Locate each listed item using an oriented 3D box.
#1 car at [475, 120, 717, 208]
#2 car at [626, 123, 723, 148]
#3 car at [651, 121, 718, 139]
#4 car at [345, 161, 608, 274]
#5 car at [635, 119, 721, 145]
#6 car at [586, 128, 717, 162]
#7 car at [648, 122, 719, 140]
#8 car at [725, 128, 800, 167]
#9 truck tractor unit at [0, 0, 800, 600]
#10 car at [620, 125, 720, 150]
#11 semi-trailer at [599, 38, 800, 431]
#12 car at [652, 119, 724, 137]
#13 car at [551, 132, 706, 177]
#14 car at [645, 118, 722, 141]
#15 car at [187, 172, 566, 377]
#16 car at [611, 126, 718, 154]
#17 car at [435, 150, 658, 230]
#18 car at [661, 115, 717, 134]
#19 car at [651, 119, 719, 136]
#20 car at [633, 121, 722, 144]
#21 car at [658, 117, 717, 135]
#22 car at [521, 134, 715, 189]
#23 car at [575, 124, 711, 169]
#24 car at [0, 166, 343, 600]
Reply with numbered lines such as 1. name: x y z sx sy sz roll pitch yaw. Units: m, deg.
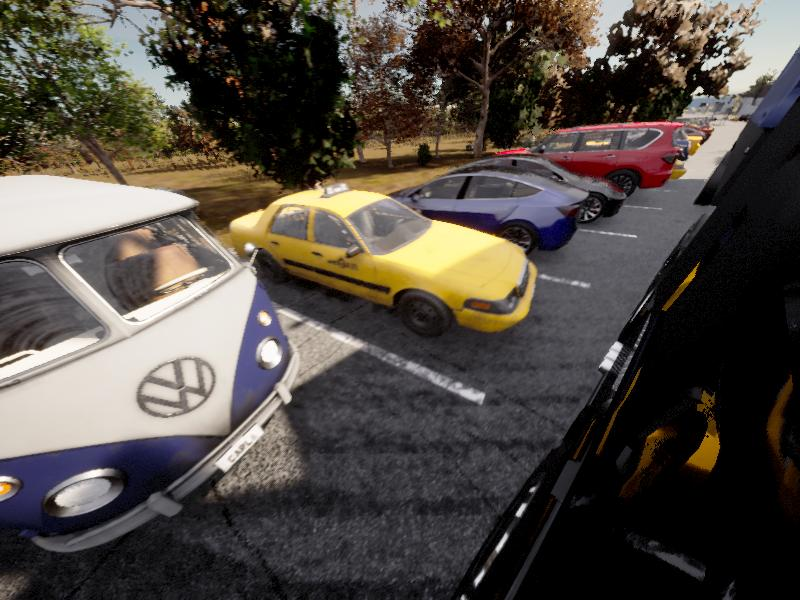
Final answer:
1. car: 5.927 -4.914 8.214 5.566 2.045 2.435 17 41 25
2. car: 23.845 -14.540 20.451 5.008 1.535 2.097 15 40 24
3. car: 34.638 -20.875 28.363 4.674 1.452 2.002 14 40 23
4. car: 1.386 -2.265 5.410 4.792 1.488 2.163 17 41 25
5. car: 25.993 -15.912 21.953 4.553 1.767 2.185 15 40 24
6. car: 14.994 -9.576 14.332 5.008 1.535 2.097 16 41 25
7. car: 32.505 -19.587 26.764 4.674 1.452 2.002 14 40 23
8. car: 19.466 -8.193 12.309 4.181 1.385 1.994 -29 44 -31
9. truck tractor unit: 2.645 -0.295 0.352 6.516 4.208 3.053 -28 44 -30
10. car: 21.678 -13.262 18.919 4.792 1.488 2.163 16 40 24
11. semi-trailer: 8.672 -3.610 4.270 14.254 4.402 2.717 -28 44 -30
12. car: 36.926 -22.168 29.882 5.366 1.575 1.946 14 39 22
13. car: 10.498 -7.131 11.329 4.892 1.521 2.231 17 41 25
14. car: 30.375 -18.433 25.067 4.553 1.767 2.185 15 40 23
15. car: -0.704 -1.027 3.817 5.366 1.575 1.946 17 40 25
16. car: 19.408 -12.029 17.404 4.792 1.488 2.163 16 40 24
17. car: 3.718 -3.465 6.874 4.792 1.488 2.163 17 40 25
18. car: 43.148 -26.289 34.663 4.442 1.987 1.878 13 39 22
19. car: 38.701 -23.548 31.636 5.366 1.575 1.946 14 40 22
20. car: 28.029 -17.111 23.647 5.366 1.575 1.946 15 40 23
21. car: 40.991 -24.907 33.110 4.553 1.767 2.185 13 39 22
22. car: 8.396 -5.876 9.763 5.366 1.575 1.946 17 40 25
23. car: 12.767 -8.448 12.744 4.553 1.767 2.185 16 41 25
24. car: -3.052 -0.016 2.235 4.442 1.987 1.878 17 40 25
